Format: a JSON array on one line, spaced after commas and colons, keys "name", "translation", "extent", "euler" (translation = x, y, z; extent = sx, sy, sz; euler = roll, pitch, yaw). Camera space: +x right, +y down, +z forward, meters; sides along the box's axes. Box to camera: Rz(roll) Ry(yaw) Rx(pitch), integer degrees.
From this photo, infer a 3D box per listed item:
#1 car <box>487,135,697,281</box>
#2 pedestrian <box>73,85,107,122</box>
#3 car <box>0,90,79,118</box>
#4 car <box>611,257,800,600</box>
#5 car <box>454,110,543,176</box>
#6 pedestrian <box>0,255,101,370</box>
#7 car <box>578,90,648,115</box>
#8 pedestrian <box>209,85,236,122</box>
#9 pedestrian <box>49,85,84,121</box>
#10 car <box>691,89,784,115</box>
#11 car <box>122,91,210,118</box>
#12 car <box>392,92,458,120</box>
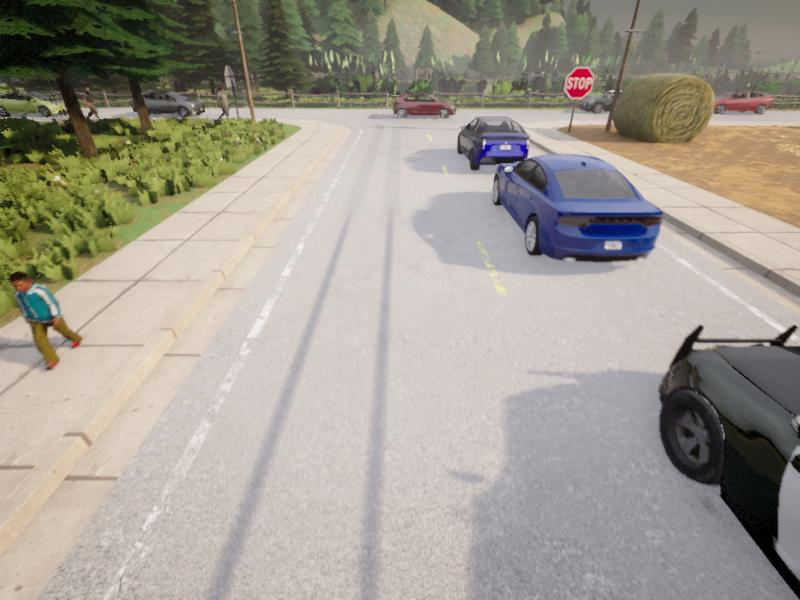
[{"name": "car", "translation": [3.310, -2.233, 8.292], "extent": [1.882, 1.535, 5.008], "euler": [0, 30, 0]}, {"name": "pedestrian", "translation": [-18.070, -11.481, 23.349], "extent": [0.751, 1.860, 0.751], "euler": [3, 30, 5]}, {"name": "car", "translation": [-25.184, -13.403, 27.316], "extent": [4.514, 1.525, 2.007], "euler": [0, 30, 1]}, {"name": "car", "translation": [3.360, 1.530, 1.866], "extent": [2.038, 1.542, 4.974], "euler": [0, 30, 0]}, {"name": "car", "translation": [3.256, -5.727, 14.274], "extent": [2.007, 1.525, 4.514], "euler": [0, 30, 0]}, {"name": "pedestrian", "translation": [-3.815, 0.141, 4.315], "extent": [0.500, 1.100, 0.500], "euler": [-5, 31, -9]}, {"name": "car", "translation": [15.332, -14.384, 29.054], "extent": [3.806, 1.475, 1.970], "euler": [1, 30, 2]}, {"name": "pedestrian", "translation": [-10.235, -11.346, 23.121], "extent": [0.751, 1.860, 0.751], "euler": [9, 31, 15]}, {"name": "pedestrian", "translation": [-19.513, -11.542, 23.451], "extent": [0.751, 1.860, 0.751], "euler": [4, 31, 7]}, {"name": "car", "translation": [24.059, -14.218, 28.725], "extent": [4.514, 1.525, 2.007], "euler": [1, 30, 2]}, {"name": "car", "translation": [-15.733, -13.274, 27.095], "extent": [4.514, 1.525, 2.007], "euler": [1, 30, 2]}, {"name": "car", "translation": [1.631, -12.882, 26.516], "extent": [4.193, 1.474, 1.816], "euler": [1, 31, 2]}]
